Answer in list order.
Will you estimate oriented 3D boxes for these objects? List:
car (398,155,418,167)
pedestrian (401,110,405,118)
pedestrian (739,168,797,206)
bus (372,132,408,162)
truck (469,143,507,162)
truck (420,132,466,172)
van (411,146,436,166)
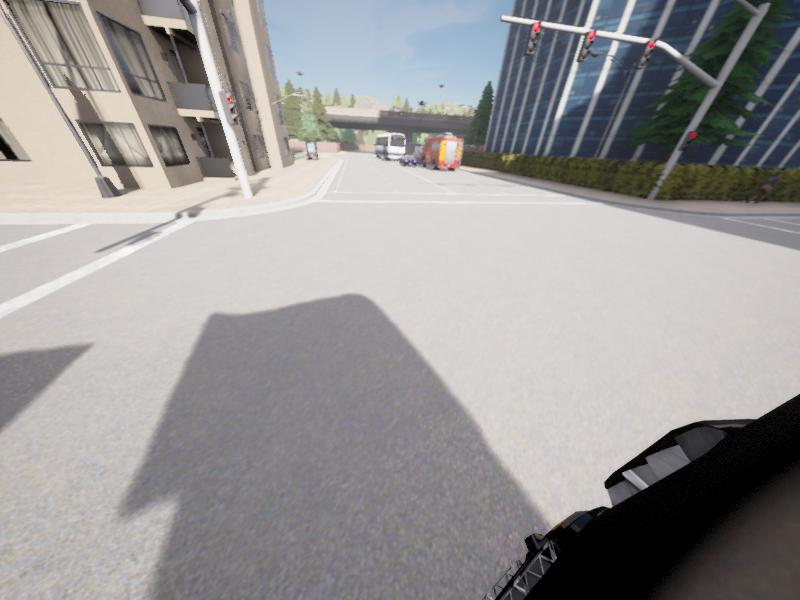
[{"bbox_3d":[1.096,-20.259,33.569,1.895,1.301,4.718,-3,34,-9],"label":"car"},{"bbox_3d":[0.939,-58.516,72.568,0.751,1.860,0.751,-4,34,-10],"label":"pedestrian"},{"bbox_3d":[21.375,-6.566,13.472,0.751,1.860,0.751,-3,34,-9],"label":"pedestrian"},{"bbox_3d":[-2.343,-30.100,45.495,3.944,4.253,10.273,-8,35,-19],"label":"bus"},{"bbox_3d":[23.276,-39.066,61.270,8.468,3.827,2.891,-3,34,-9],"label":"truck"},{"bbox_3d":[5.242,-19.418,30.297,2.891,3.827,8.468,-3,34,-9],"label":"truck"},{"bbox_3d":[3.727,-23.691,37.931,2.351,2.431,6.366,-3,34,-9],"label":"van"}]
